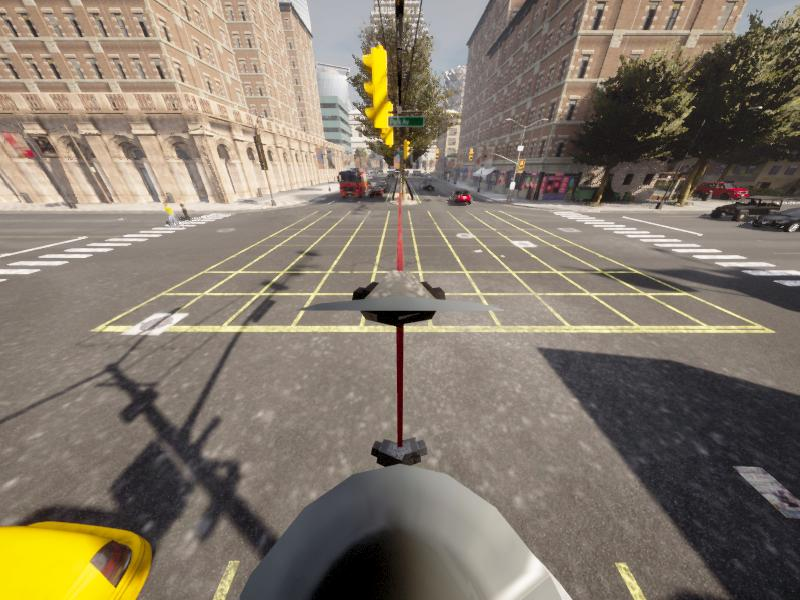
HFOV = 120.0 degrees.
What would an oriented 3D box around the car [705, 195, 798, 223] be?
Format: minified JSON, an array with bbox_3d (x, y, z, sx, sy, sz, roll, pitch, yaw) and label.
[{"bbox_3d":[29.349,-7.703,19.457,3.866,1.878,1.905,1,30,1],"label":"car"}]

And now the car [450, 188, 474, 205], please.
[{"bbox_3d":[7.762,-13.175,29.299,2.007,1.525,4.514,1,30,2],"label":"car"}]

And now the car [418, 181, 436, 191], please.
[{"bbox_3d":[5.195,-22.328,45.156,2.038,1.542,4.974,-4,31,-8],"label":"car"}]

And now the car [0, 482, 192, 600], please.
[{"bbox_3d":[-3.602,3.641,0.119,1.801,1.575,5.366,2,30,4],"label":"car"}]

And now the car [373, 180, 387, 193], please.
[{"bbox_3d":[-3.558,-20.387,41.522,2.097,1.767,4.553,0,30,0],"label":"car"}]

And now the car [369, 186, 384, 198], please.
[{"bbox_3d":[-3.577,-16.711,35.654,1.895,1.301,4.718,0,30,0],"label":"car"}]

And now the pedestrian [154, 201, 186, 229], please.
[{"bbox_3d":[-16.666,-6.178,16.797,0.751,1.860,0.751,-2,30,-4],"label":"pedestrian"}]

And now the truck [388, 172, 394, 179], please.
[{"bbox_3d":[-3.407,-47.667,88.467,2.390,2.098,6.274,0,30,0],"label":"truck"}]

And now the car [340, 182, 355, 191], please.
[{"bbox_3d":[-10.295,-22.354,45.417,1.895,1.301,4.718,0,30,0],"label":"car"}]

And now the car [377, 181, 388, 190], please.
[{"bbox_3d":[-3.540,-23.214,46.736,1.970,1.475,3.806,0,30,0],"label":"car"}]

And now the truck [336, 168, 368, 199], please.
[{"bbox_3d":[-7.080,-18.109,35.546,2.891,3.827,8.468,0,30,0],"label":"truck"}]

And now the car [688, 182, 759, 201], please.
[{"bbox_3d":[45.966,-15.687,33.129,2.150,2.045,5.566,1,30,2],"label":"car"}]

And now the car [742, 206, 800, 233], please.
[{"bbox_3d":[28.625,-5.772,16.509,4.892,1.490,1.837,0,30,0],"label":"car"}]

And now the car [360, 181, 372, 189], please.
[{"bbox_3d":[-7.048,-24.187,48.530,1.994,1.385,4.181,0,30,-1],"label":"car"}]

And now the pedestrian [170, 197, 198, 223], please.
[{"bbox_3d":[-17.582,-7.355,18.836,0.751,1.860,0.751,1,30,2],"label":"pedestrian"}]
